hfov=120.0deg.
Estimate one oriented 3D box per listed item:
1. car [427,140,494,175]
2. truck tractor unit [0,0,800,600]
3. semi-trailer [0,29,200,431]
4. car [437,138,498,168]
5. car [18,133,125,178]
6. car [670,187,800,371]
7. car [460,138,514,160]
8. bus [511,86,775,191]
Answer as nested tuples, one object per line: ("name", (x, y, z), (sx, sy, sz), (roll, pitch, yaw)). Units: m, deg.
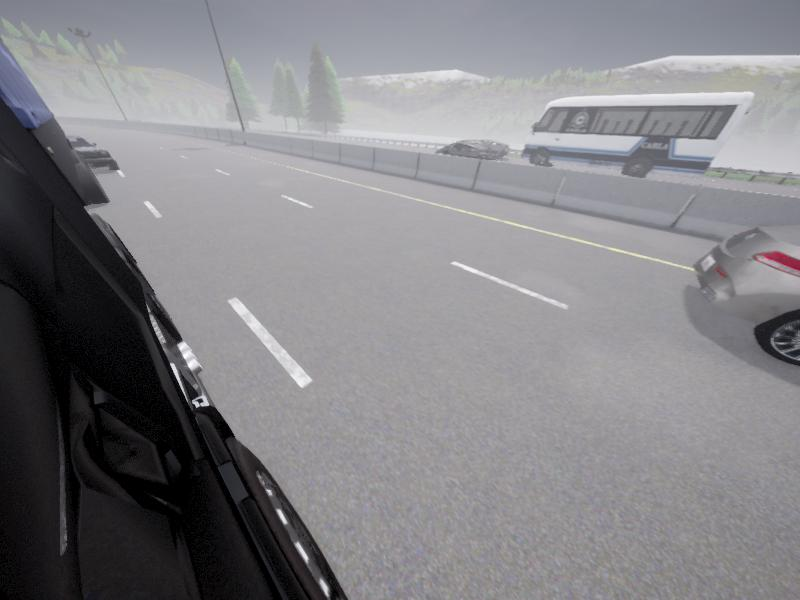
("car", (3.944, -9.623, 15.461), (3.705, 1.549, 1.789), (30, 44, 31))
("truck tractor unit", (-2.645, -0.295, 0.351), (6.516, 4.208, 3.053), (28, 44, 30))
("semi-trailer", (-8.631, -3.656, 4.284), (14.254, 4.402, 2.717), (29, 44, 30))
("car", (5.223, -11.735, 18.317), (3.988, 1.617, 1.851), (30, 44, 31))
("car", (-15.096, -6.750, 10.597), (4.718, 1.301, 1.895), (24, 42, 26))
("car", (6.717, 0.351, 2.274), (5.027, 1.651, 2.152), (29, 44, 31))
("car", (8.700, -15.354, 23.440), (4.514, 1.525, 2.007), (30, 44, 31))
("bus", (13.831, -10.661, 15.239), (10.273, 4.253, 3.944), (29, 44, 31))
